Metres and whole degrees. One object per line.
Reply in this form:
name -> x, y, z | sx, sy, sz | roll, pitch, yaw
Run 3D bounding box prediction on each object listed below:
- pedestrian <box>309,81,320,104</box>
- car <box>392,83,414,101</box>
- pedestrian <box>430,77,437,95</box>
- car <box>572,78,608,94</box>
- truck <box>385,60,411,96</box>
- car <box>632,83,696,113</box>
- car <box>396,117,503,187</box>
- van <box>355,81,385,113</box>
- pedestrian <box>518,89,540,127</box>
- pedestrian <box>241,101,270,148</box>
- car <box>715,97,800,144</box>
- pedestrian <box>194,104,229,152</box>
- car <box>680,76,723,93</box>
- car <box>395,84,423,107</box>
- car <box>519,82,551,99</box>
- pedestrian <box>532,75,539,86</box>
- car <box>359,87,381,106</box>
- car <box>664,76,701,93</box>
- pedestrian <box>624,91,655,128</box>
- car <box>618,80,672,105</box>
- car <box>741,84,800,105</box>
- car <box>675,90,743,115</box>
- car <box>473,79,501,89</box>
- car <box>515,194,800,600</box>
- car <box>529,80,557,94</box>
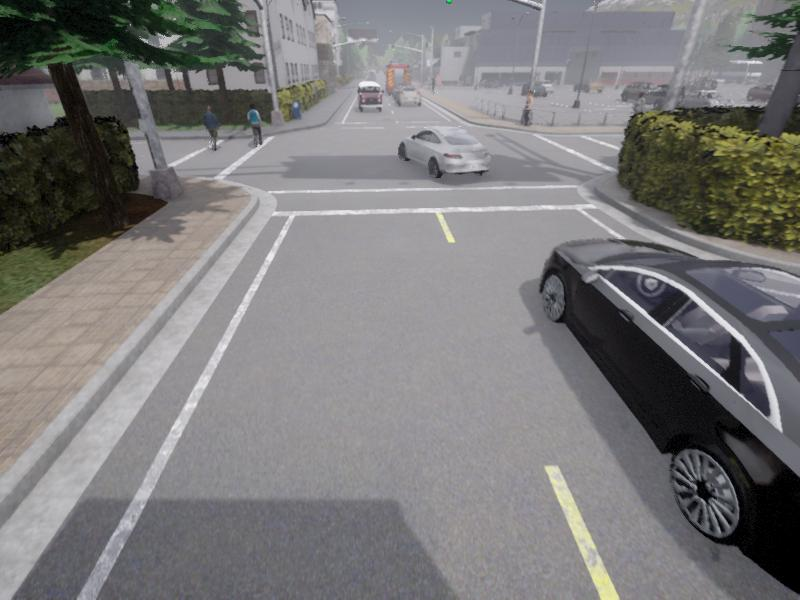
pedestrian -> -7.747, -18.782, 36.243 | 0.751, 1.860, 0.751 | -2, 30, -2
car -> 0.314, -22.690, 43.590 | 2.038, 1.542, 4.974 | -2, 30, -3
pedestrian -> 4.039, -25.711, 48.090 | 0.751, 1.860, 0.751 | 1, 30, 2
car -> 25.168, -28.539, 53.225 | 2.152, 1.636, 5.027 | -2, 30, -3
truck -> -0.347, -29.336, 52.757 | 2.891, 3.827, 8.468 | -2, 30, -3
car -> 20.331, -15.729, 31.056 | 1.905, 1.878, 3.866 | -2, 30, -3
car -> 1.503, -5.454, 14.320 | 1.812, 1.442, 4.674 | -11, 33, -17
van -> -2.474, -16.446, 32.358 | 2.069, 2.038, 4.480 | -4, 30, -7
pedestrian -> 7.194, -10.722, 22.397 | 0.751, 1.860, 0.751 | 2, 30, 3
pedestrian -> -6.566, -7.995, 18.227 | 0.751, 1.860, 0.751 | -2, 30, -3
car -> 18.371, -8.793, 19.581 | 3.866, 1.878, 1.905 | -2, 30, -3
pedestrian -> -8.272, -7.551, 17.600 | 0.751, 1.860, 0.751 | 1, 30, 2
car -> 40.812, -29.331, 54.374 | 1.932, 1.855, 4.605 | -2, 30, -3
car -> 0.766, -19.117, 37.351 | 2.152, 1.651, 5.027 | -2, 30, -3
car -> 15.568, -24.374, 46.407 | 2.007, 1.523, 4.514 | -2, 30, -3
pedestrian -> 24.630, -39.925, 72.770 | 0.751, 1.860, 0.751 | -1, 30, -1
car -> -2.872, -19.791, 38.787 | 1.994, 1.385, 4.181 | -2, 30, -3
car -> 37.937, -29.043, 53.856 | 1.905, 1.878, 3.866 | -2, 30, -3
pedestrian -> 13.630, -10.839, 22.812 | 0.751, 1.860, 0.751 | -2, 30, -3
car -> 23.120, -19.767, 38.029 | 1.932, 1.855, 4.605 | -2, 30, -3
car -> 35.598, -19.663, 38.168 | 2.007, 1.523, 4.514 | -2, 30, -3
car -> 23.688, -15.291, 30.845 | 1.970, 1.475, 3.806 | -2, 30, -3
car -> 14.791, -36.779, 68.156 | 4.193, 1.474, 1.816 | -2, 30, -3
car -> 3.086, 0.367, 4.053 | 2.128, 1.511, 4.902 | -1, 31, -4
car -> 18.784, -28.089, 52.649 | 1.970, 1.475, 3.806 | -2, 30, -3
